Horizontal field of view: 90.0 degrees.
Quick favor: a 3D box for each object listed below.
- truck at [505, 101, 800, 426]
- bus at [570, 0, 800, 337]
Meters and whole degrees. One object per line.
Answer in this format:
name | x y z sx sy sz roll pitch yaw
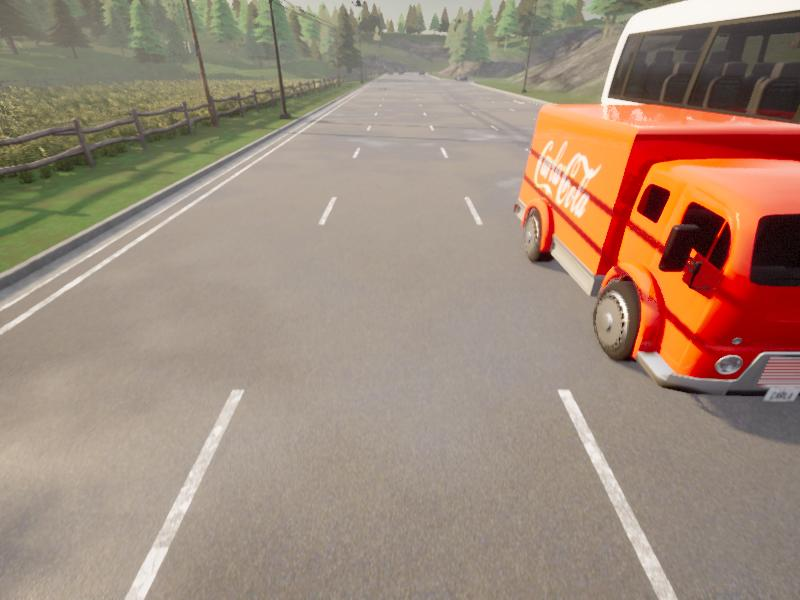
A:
truck | 3.511 -1.159 5.505 2.627 2.467 5.204 0 30 0
bus | 7.132 -2.865 6.652 3.944 4.253 10.273 0 30 0
